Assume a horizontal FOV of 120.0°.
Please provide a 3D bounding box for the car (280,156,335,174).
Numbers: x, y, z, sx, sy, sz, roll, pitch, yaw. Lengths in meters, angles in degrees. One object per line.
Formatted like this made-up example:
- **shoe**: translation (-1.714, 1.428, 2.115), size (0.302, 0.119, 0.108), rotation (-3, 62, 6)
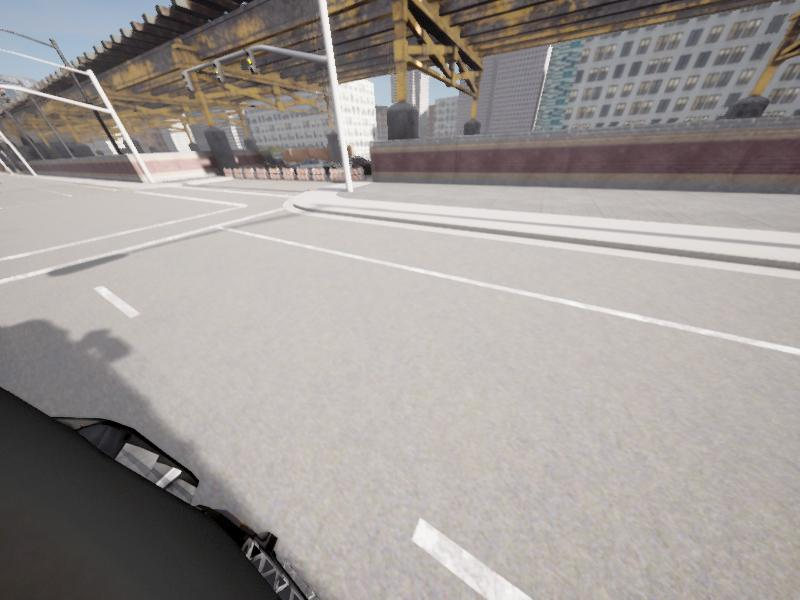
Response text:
- **car**: translation (-8.844, -13.170, 22.542), size (4.536, 1.218, 1.853), rotation (-5, 34, -4)

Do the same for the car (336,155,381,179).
- **car**: translation (-3.851, -12.091, 20.852), size (2.038, 1.542, 4.974), rotation (-20, 38, -25)

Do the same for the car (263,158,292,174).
- **car**: translation (-12.904, -14.334, 24.576), size (1.853, 1.218, 4.536), rotation (-11, 35, -12)

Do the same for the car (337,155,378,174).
- **car**: translation (-3.884, -12.245, 20.801), size (1.853, 1.218, 4.536), rotation (-20, 38, -25)

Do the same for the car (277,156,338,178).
- **car**: translation (-8.890, -13.034, 22.625), size (4.974, 1.542, 2.038), rotation (-5, 34, -4)

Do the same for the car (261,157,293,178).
- **car**: translation (-12.883, -14.176, 24.622), size (2.038, 1.542, 4.974), rotation (-11, 35, -12)

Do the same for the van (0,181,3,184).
- **van**: translation (-57.089, -17.076, 31.264), size (5.915, 2.561, 1.988), rotation (15, 38, 26)
